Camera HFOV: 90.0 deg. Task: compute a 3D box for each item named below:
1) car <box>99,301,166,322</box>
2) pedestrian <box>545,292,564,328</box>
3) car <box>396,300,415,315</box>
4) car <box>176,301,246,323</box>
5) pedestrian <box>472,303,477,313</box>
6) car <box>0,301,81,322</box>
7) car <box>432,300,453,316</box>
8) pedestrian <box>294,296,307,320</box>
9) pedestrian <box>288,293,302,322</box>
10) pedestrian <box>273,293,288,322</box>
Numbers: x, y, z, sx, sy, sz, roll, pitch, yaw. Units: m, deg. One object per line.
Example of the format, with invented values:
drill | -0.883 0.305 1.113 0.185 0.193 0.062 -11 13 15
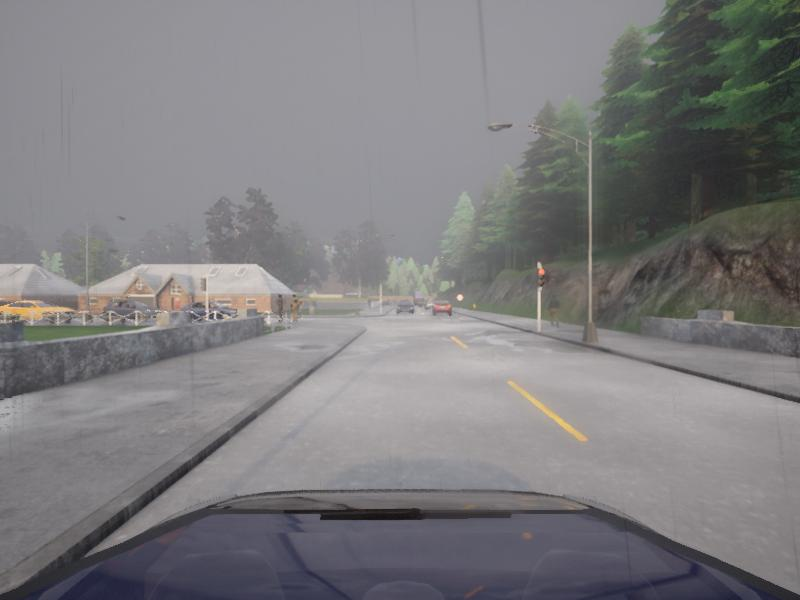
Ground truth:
car | -19.333 0.817 29.025 3.633 1.501 1.845 0 0 1
pedestrian | 8.302 0.525 21.532 0.751 1.860 0.751 0 0 1
car | 0.590 0.812 44.419 2.038 1.542 4.974 0 0 0
car | -13.589 0.844 28.954 4.193 1.474 1.816 0 0 1
pedestrian | 8.513 0.897 45.732 0.500 1.100 0.500 0 0 2
car | -26.467 0.813 29.118 5.008 1.535 1.882 0 0 1
car | 4.369 0.813 41.978 2.007 1.525 4.514 0 0 3
pedestrian | -7.778 0.626 31.279 0.751 1.860 0.751 0 0 6
pedestrian | -6.960 0.507 26.513 0.751 1.860 0.751 0 0 -31
pedestrian | -7.842 0.507 26.240 0.751 1.860 0.751 0 0 -3
